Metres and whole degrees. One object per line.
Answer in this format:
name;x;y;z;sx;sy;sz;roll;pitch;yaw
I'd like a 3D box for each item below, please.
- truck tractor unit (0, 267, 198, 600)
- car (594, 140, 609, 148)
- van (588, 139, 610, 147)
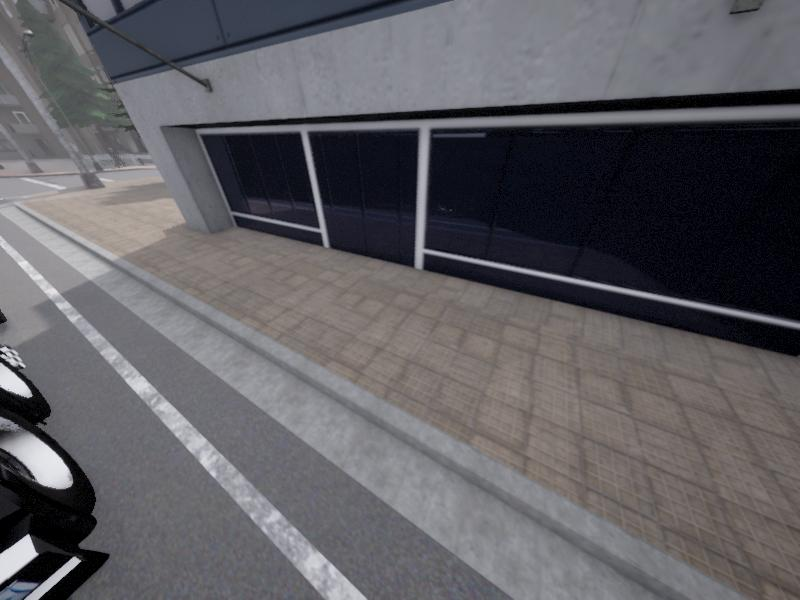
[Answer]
truck tractor unit;-5.116;-0.296;0.771;6.516;4.208;3.053;18;39;24
car;50.672;-39.223;58.152;2.007;1.523;4.514;17;38;23
van;62.135;-49.120;72.125;4.480;2.038;2.069;17;39;23
